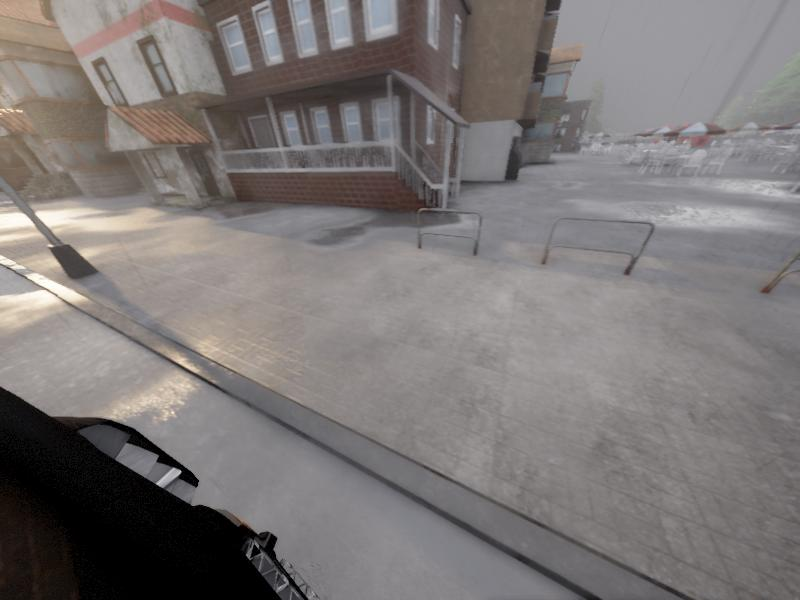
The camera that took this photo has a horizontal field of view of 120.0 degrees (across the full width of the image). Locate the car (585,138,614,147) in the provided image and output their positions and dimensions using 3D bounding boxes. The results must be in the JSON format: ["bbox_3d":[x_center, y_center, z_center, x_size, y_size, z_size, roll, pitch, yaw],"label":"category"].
[{"bbox_3d":[49.995,-39.655,58.093,4.974,1.542,2.038,13,37,22],"label":"car"}]

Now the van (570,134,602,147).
[{"bbox_3d":[49.483,-42.629,61.702,5.915,2.561,1.988,13,37,22],"label":"van"}]

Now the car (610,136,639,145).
[{"bbox_3d":[57.011,-40.616,58.805,4.553,1.767,2.097,13,37,22],"label":"car"}]

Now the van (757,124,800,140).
[{"bbox_3d":[78.033,-33.731,46.227,6.366,2.431,2.351,13,37,22],"label":"van"}]
